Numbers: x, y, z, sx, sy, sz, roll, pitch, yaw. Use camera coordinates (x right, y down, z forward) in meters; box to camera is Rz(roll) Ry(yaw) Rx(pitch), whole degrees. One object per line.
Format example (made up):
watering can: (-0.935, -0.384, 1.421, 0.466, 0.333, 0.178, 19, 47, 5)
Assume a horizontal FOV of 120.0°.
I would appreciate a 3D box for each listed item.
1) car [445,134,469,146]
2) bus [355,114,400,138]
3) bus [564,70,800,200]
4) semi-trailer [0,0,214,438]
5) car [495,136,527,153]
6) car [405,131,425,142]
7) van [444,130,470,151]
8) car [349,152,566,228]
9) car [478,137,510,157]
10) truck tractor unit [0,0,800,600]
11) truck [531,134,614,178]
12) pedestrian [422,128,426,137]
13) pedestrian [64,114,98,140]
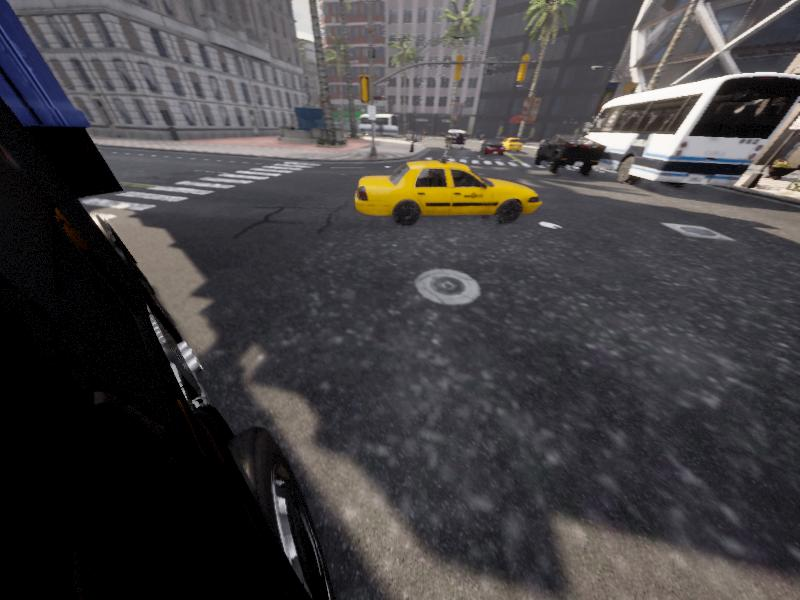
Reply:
car: (9.369, -26.651, 38.377, 1.970, 1.475, 3.806, -10, 39, -17)
bus: (-5.549, -42.394, 56.157, 10.273, 4.253, 3.944, 23, 41, 25)
bus: (14.521, -9.534, 13.594, 3.944, 4.253, 10.273, 9, 37, 9)
semi-trailer: (-9.697, -2.615, 2.870, 14.254, 4.402, 2.717, 15, 38, 16)
car: (14.399, -20.533, 30.439, 1.801, 1.575, 5.366, 3, 37, 0)
car: (2.786, -30.478, 43.050, 1.845, 1.501, 3.633, -20, 42, -28)
van: (7.416, -21.252, 30.616, 2.069, 2.038, 4.480, 1, 37, -3)
car: (1.384, -3.223, 6.685, 5.366, 1.575, 1.801, -3, 37, -7)
car: (10.291, -17.023, 25.621, 2.163, 1.488, 4.792, 6, 37, 5)
truck tractor unit: (-2.645, -0.295, 0.351, 6.516, 4.208, 3.053, 28, 44, 30)
truck: (11.664, -10.405, 16.382, 2.390, 2.098, 6.274, 9, 37, 9)
pedestrian: (6.511, -45.082, 62.113, 0.751, 1.860, 0.751, 26, 43, 28)
pedestrian: (-29.339, -15.912, 21.284, 0.751, 1.860, 0.751, 2, 37, -1)
